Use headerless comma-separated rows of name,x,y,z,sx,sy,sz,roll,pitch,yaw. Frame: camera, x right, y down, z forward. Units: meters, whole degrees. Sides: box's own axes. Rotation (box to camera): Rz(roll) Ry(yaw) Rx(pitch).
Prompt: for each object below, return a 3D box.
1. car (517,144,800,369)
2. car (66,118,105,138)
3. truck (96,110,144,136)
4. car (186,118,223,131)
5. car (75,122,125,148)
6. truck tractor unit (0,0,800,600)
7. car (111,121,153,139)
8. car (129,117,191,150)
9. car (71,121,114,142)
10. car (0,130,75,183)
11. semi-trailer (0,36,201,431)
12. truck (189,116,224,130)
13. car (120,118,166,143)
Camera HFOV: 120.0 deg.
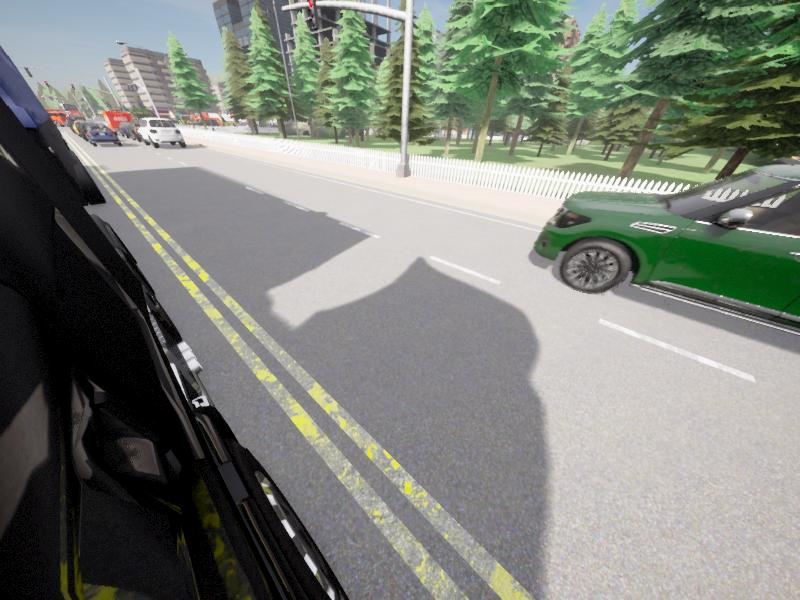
car,5.157,-0.705,3.194,5.566,2.045,2.150,29,44,30
car,-35.189,-19.227,25.838,5.366,1.575,1.801,28,44,30
truck,-36.385,-22.960,30.011,5.204,2.467,2.627,28,44,30
car,-43.673,-39.351,51.829,2.150,2.045,5.566,27,43,29
car,-24.991,-13.801,19.240,3.705,1.549,1.789,28,44,30
truck tractor unit,-2.645,-0.295,0.351,6.516,4.208,3.053,28,44,30
car,-31.515,-19.967,27.140,4.792,1.488,2.163,28,44,30
car,-20.940,-14.583,20.126,5.566,2.045,2.150,28,44,30
car,-29.838,-16.341,22.400,4.193,1.474,1.816,28,44,30
car,-15.558,-6.024,9.511,3.806,1.475,1.970,28,44,30
semi-trailer,-8.661,-3.630,4.264,14.254,4.402,2.717,29,44,30
truck,-45.431,-41.609,54.394,2.627,2.467,5.204,27,43,29
car,-26.501,-17.468,23.778,4.605,1.855,1.932,28,44,30
